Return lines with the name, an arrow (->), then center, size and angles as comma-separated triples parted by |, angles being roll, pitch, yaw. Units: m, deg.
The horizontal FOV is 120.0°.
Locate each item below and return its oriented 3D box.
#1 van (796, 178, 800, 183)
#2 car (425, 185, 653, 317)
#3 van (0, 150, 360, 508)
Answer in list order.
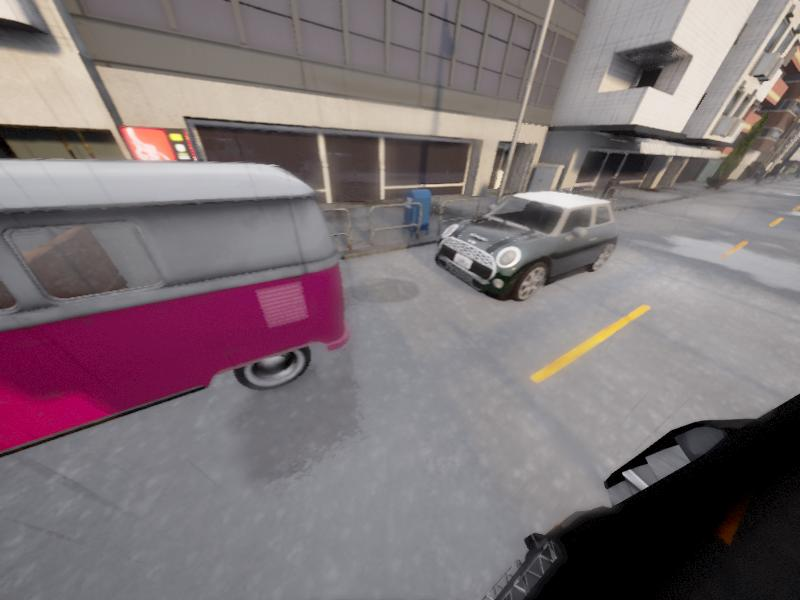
van -> 62.646, -18.752, 34.761 | 4.480, 2.038, 2.069 | -16, 38, -26
car -> 2.705, -1.320, 4.724 | 3.806, 1.475, 1.970 | -16, 38, -26
van -> -2.785, 0.048, 1.811 | 4.442, 1.987, 1.775 | -16, 38, -26
